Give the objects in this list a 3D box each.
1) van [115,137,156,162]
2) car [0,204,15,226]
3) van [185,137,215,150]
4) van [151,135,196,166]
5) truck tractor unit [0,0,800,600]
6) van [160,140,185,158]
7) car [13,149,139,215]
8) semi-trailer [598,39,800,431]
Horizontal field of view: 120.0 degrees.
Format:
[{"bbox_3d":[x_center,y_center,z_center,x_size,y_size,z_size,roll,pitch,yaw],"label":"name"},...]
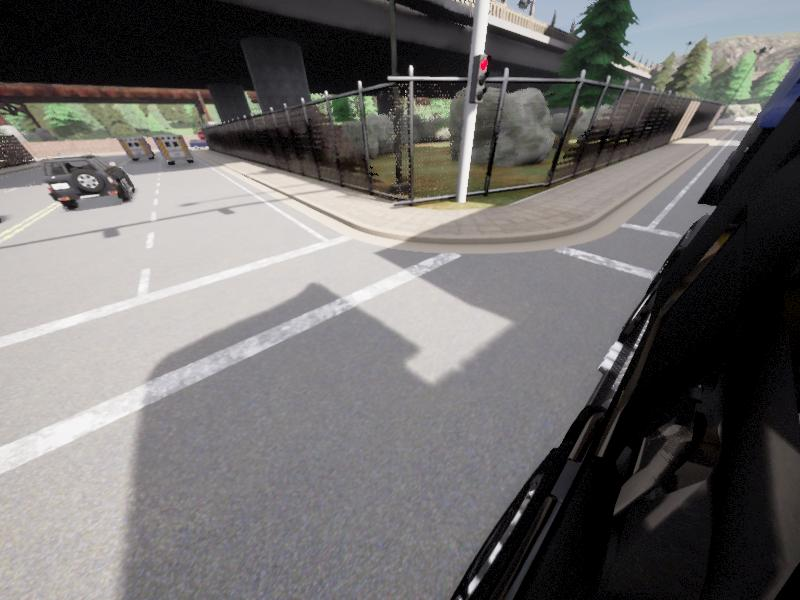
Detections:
[{"bbox_3d":[-34.337,-19.806,30.282,2.351,2.431,6.366,-28,44,-30],"label":"van"},{"bbox_3d":[-14.073,-2.328,6.292,2.242,1.667,4.611,-28,44,-30],"label":"car"},{"bbox_3d":[-44.201,-34.654,51.118,4.442,1.987,1.775,-29,44,-30],"label":"van"},{"bbox_3d":[-24.028,-15.999,24.558,2.351,2.431,6.366,-28,43,-30],"label":"van"},{"bbox_3d":[2.645,-0.295,0.351,6.516,4.208,3.053,-28,44,-30],"label":"truck tractor unit"},{"bbox_3d":[-32.807,-21.847,33.288,1.775,1.987,4.442,-28,44,-30],"label":"van"},{"bbox_3d":[-13.654,-5.403,10.205,1.932,1.855,4.605,-28,44,-30],"label":"car"},{"bbox_3d":[8.708,-3.599,4.216,14.254,4.402,2.717,-28,44,-30],"label":"semi-trailer"}]
